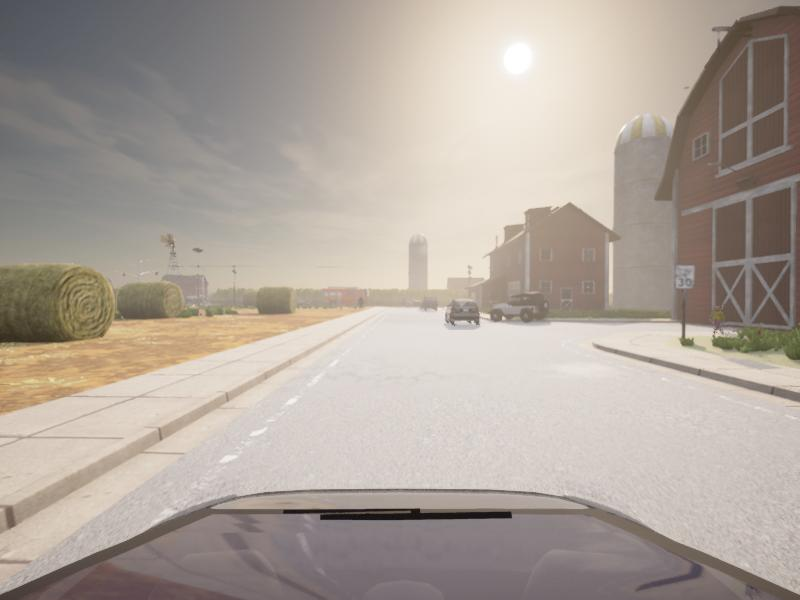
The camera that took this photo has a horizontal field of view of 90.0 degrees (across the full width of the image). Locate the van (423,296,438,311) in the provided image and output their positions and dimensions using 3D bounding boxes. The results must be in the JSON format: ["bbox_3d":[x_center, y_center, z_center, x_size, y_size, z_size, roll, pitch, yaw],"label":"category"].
[{"bbox_3d":[4.141,0.478,55.280,1.775,1.987,4.442,0,0,1],"label":"van"}]

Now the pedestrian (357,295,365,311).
[{"bbox_3d":[-4.603,0.332,47.341,0.751,1.860,0.751,0,0,6],"label":"pedestrian"}]

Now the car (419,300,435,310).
[{"bbox_3d":[4.220,0.711,62.572,2.163,1.488,4.792,0,0,1],"label":"car"}]

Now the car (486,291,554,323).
[{"bbox_3d":[7.985,0.467,26.855,1.905,1.878,3.866,-7,3,-42],"label":"car"}]

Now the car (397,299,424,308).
[{"bbox_3d":[1.935,0.599,76.101,1.930,1.638,5.238,0,0,-43],"label":"car"}]

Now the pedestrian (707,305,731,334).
[{"bbox_3d":[12.306,0.755,15.446,0.500,1.100,0.500,0,0,-15],"label":"pedestrian"}]

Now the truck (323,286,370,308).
[{"bbox_3d":[-9.935,-0.555,75.056,8.468,3.827,2.891,0,0,2],"label":"truck"}]

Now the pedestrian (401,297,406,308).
[{"bbox_3d":[0.630,0.458,69.843,0.751,1.860,0.751,0,0,-4],"label":"pedestrian"}]

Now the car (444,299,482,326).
[{"bbox_3d":[3.772,0.723,24.567,1.789,1.549,3.705,0,-1,1],"label":"car"}]
